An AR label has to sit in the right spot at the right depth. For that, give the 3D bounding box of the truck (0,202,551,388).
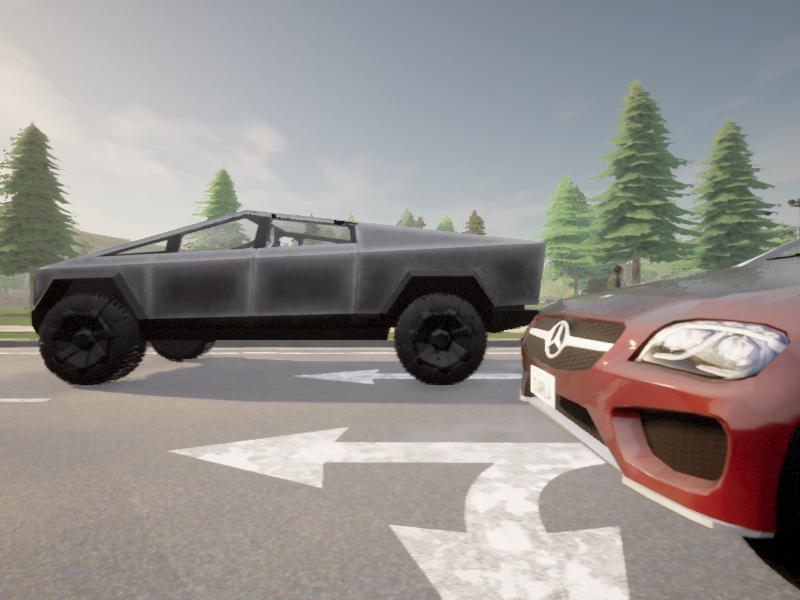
[{"bbox_3d":[-1.437,-0.058,5.701,6.274,2.098,2.390,0,0,0],"label":"truck"}]

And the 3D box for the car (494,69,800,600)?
[{"bbox_3d":[3.287,0.181,2.199,5.027,1.651,2.152,0,0,0],"label":"car"}]

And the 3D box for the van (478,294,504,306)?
[{"bbox_3d":[16.191,-0.003,71.171,4.442,1.987,1.775,0,0,-21],"label":"van"}]

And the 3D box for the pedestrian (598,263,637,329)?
[{"bbox_3d":[6.356,-0.115,11.719,0.751,1.860,0.751,0,0,-1],"label":"pedestrian"}]

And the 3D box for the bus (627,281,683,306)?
[{"bbox_3d":[46.618,-1.141,73.669,3.944,4.253,10.273,0,0,1],"label":"bus"}]

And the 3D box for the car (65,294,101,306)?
[{"bbox_3d":[-57.576,-0.026,72.724,2.150,2.045,5.566,0,0,0],"label":"car"}]

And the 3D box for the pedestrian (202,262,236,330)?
[{"bbox_3d":[-5.189,-0.115,11.495,0.751,1.860,0.751,0,0,-11],"label":"pedestrian"}]
